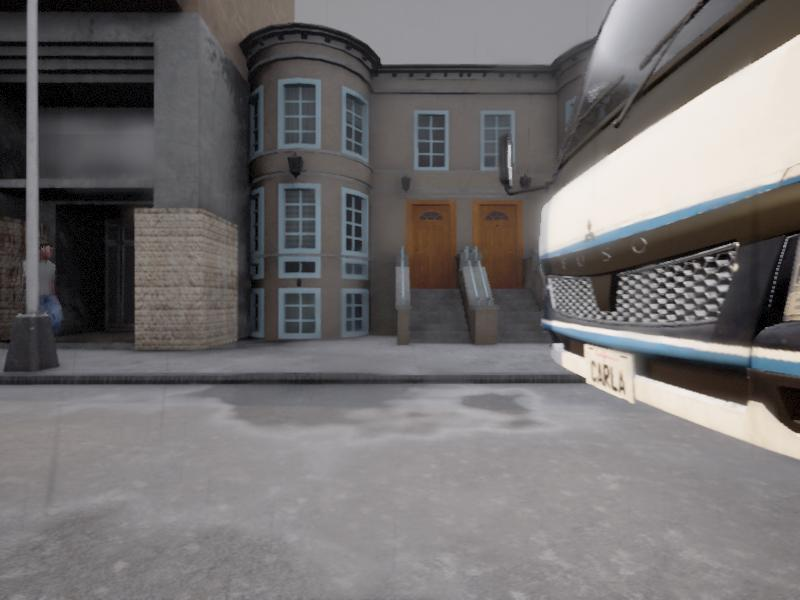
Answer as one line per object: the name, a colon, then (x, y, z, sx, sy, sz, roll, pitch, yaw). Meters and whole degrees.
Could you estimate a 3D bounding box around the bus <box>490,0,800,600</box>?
bus: (6.183, -1.151, 2.469, 10.273, 4.253, 3.944, -2, 0, 1)

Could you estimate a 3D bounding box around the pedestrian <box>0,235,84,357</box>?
pedestrian: (-5.808, -0.062, 6.498, 0.751, 1.860, 0.751, 0, 0, 4)
